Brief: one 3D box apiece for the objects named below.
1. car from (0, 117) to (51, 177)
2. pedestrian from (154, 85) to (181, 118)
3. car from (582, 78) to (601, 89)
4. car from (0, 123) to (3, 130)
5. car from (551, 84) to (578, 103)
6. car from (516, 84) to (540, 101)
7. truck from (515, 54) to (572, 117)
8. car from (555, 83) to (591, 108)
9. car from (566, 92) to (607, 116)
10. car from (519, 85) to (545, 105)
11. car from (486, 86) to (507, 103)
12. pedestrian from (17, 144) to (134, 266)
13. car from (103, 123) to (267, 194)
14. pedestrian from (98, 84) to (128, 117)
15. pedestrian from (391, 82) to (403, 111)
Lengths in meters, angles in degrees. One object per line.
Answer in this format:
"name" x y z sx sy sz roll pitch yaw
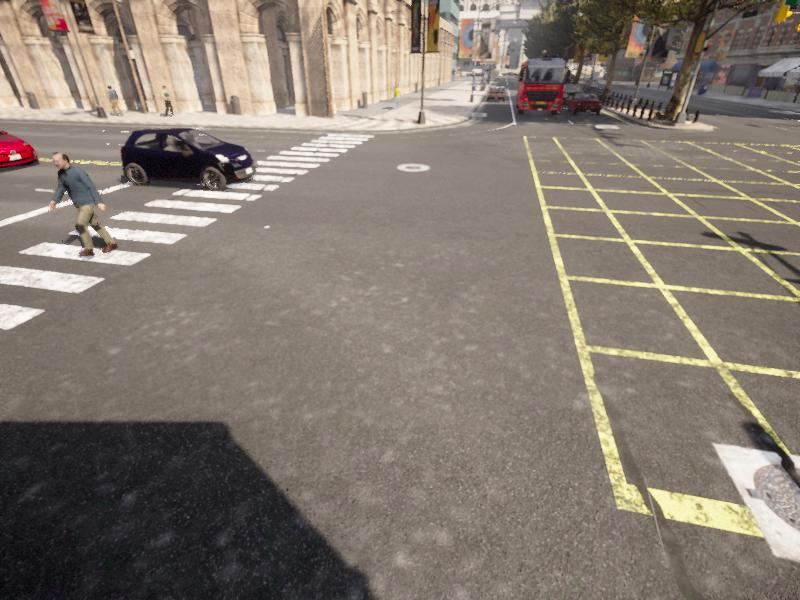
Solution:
"car" -14.765 -5.179 13.350 4.514 1.525 2.007 6 31 11
"pedestrian" -14.879 -12.720 25.607 0.751 1.860 0.751 9 31 14
"car" 31.558 -35.746 66.049 1.970 1.475 3.806 7 31 11
"car" -23.910 -9.834 21.295 3.633 1.501 1.845 7 31 11
"car" 16.954 -21.437 41.433 1.970 1.475 3.806 7 31 11
"car" 13.971 -22.781 43.835 1.994 1.385 4.181 6 31 10
"truck" 10.847 -16.831 31.172 2.891 3.827 8.468 7 31 11
"car" 15.652 -18.664 36.355 2.097 1.767 4.553 7 31 11
"car" 14.133 -15.052 30.646 1.895 1.301 4.718 7 31 11
"car" 12.531 -19.582 38.231 1.970 1.475 3.806 6 31 11
"car" 10.018 -21.340 41.407 1.895 1.301 4.718 6 31 11
"pedestrian" -5.529 -1.642 6.941 0.751 1.860 0.751 9 31 14
"car" -6.135 -4.209 11.721 3.633 1.501 1.845 6 31 11
"pedestrian" -18.609 -12.948 25.982 0.751 1.860 0.751 11 32 18
"pedestrian" -0.228 -15.248 30.008 0.751 1.860 0.751 7 31 12
